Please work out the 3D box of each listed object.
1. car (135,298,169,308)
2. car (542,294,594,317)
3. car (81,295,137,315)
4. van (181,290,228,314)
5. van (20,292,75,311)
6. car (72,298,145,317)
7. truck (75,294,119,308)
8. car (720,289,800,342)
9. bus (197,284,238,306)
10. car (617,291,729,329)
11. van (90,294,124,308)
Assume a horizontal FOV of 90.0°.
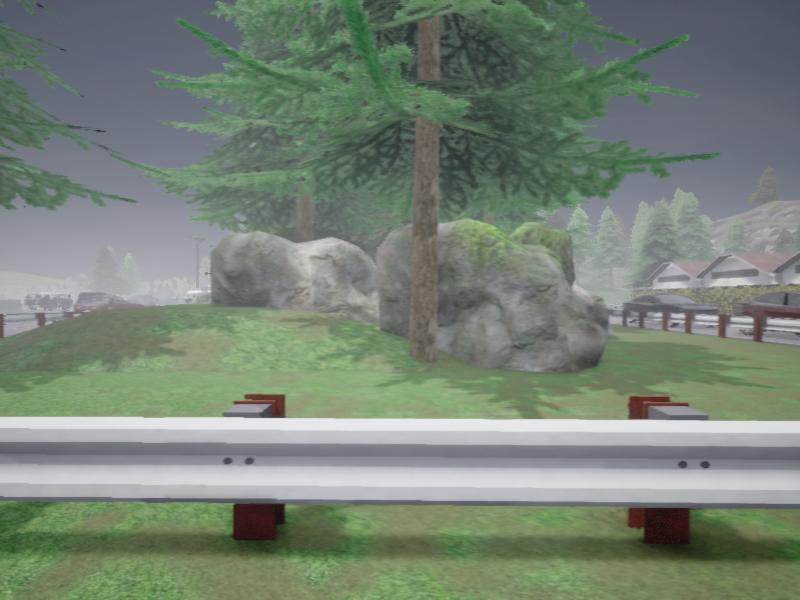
[{"bbox_3d":[-38.550,0.453,62.344,2.128,1.511,4.902,0,0,0],"label":"car"},{"bbox_3d":[12.577,0.397,30.412,1.801,1.575,5.366,0,0,1],"label":"car"},{"bbox_3d":[-24.676,0.376,34.102,1.851,1.617,3.988,0,0,0],"label":"car"},{"bbox_3d":[-17.666,0.161,36.336,2.069,2.038,4.480,0,0,0],"label":"van"},{"bbox_3d":[-38.639,0.156,44.052,2.069,2.038,4.480,0,0,0],"label":"van"},{"bbox_3d":[-21.198,0.532,29.415,1.895,1.301,4.718,0,0,0],"label":"car"},{"bbox_3d":[-49.037,0.119,65.031,2.390,2.098,6.274,0,0,0],"label":"truck"},{"bbox_3d":[12.397,0.447,11.787,2.163,1.488,4.792,0,0,1],"label":"car"},{"bbox_3d":[-38.330,-0.956,84.515,3.944,4.253,10.273,0,0,0],"label":"bus"},{"bbox_3d":[12.452,0.418,18.782,1.882,1.535,5.008,0,0,1],"label":"car"},{"bbox_3d":[-45.549,0.155,62.359,2.069,2.038,4.480,0,0,0],"label":"van"}]
